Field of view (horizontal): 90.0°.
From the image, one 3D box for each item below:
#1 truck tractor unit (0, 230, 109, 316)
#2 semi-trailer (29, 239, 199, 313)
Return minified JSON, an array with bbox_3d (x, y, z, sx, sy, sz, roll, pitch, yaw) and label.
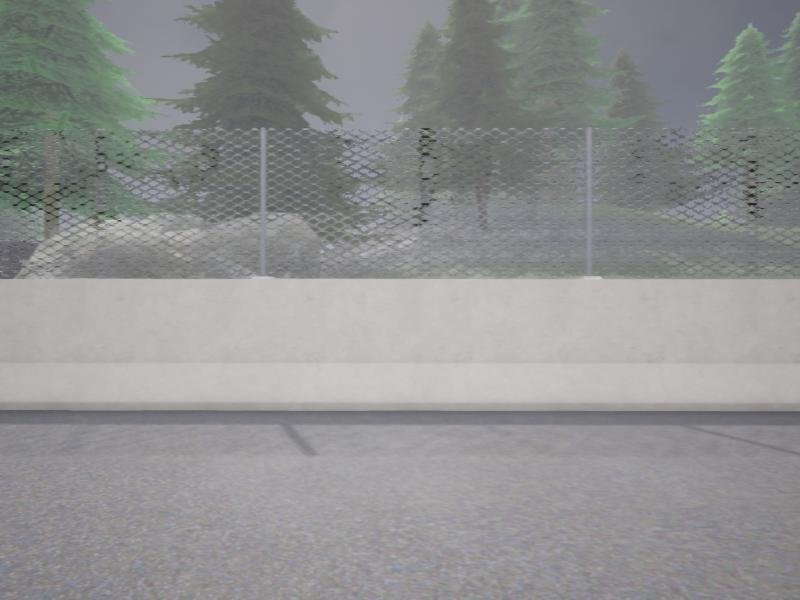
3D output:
[{"bbox_3d":[-20.584,-1.329,22.848,3.053,4.208,6.516,0,0,1],"label":"truck tractor unit"},{"bbox_3d":[-20.481,-1.423,30.764,2.717,4.402,14.254,0,0,1],"label":"semi-trailer"}]
